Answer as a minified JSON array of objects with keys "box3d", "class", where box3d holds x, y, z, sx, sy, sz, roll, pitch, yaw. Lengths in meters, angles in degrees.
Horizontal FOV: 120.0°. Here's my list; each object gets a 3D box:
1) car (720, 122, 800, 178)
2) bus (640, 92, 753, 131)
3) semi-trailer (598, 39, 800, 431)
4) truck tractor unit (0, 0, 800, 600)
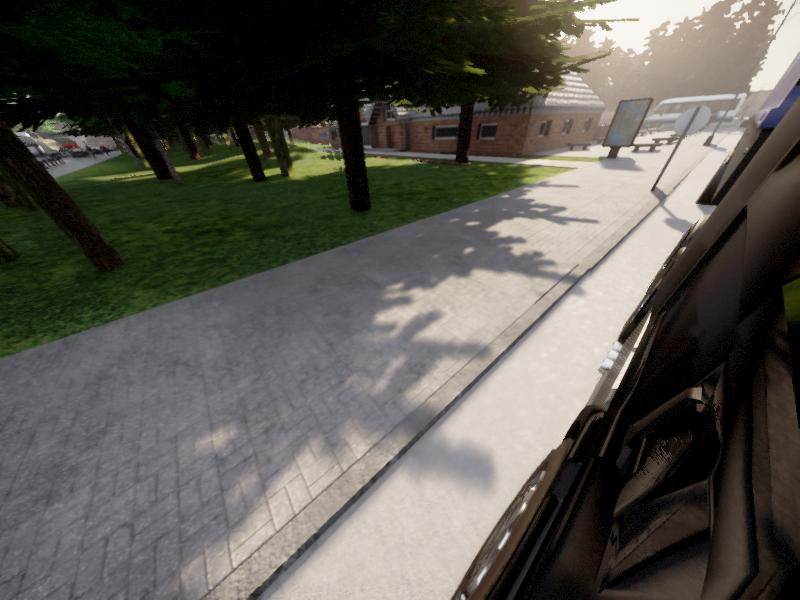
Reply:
[{"box3d":[16.768,-6.803,10.266,4.611,1.667,2.242,-28,44,-30],"class":"car"},{"box3d":[47.299,-30.507,37.831,10.273,4.253,3.944,25,45,32],"class":"bus"},{"box3d":[8.689,-3.613,4.233,14.254,4.402,2.717,-28,44,-30],"class":"semi-trailer"},{"box3d":[2.645,-0.295,0.351,6.516,4.208,3.053,-28,44,-30],"class":"truck tractor unit"}]
